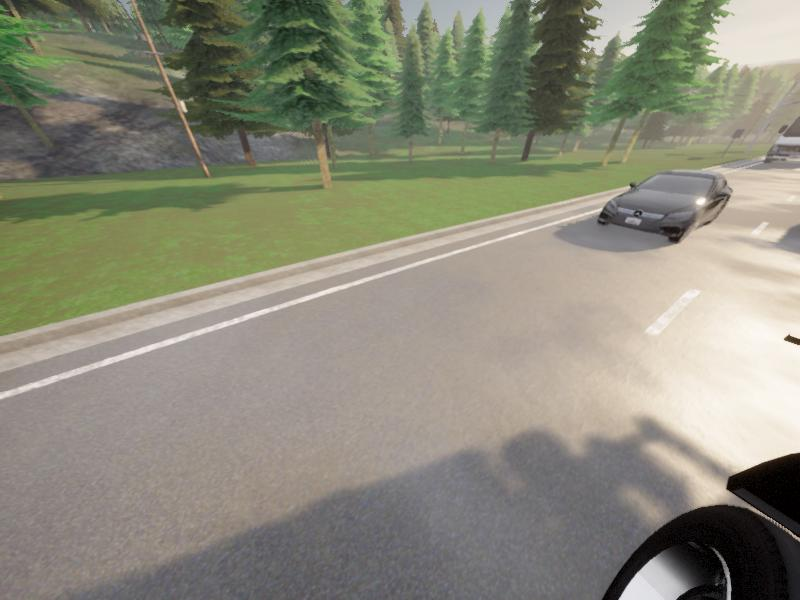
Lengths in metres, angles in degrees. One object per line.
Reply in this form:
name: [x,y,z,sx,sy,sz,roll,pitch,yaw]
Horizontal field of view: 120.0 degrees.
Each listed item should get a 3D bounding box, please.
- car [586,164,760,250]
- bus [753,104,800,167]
car: [7.920,-2.931,6.723,4.674,1.442,1.812,-20,40,-25]
bus: [37.805,-14.783,20.806,10.273,4.253,3.944,-20,40,-25]
